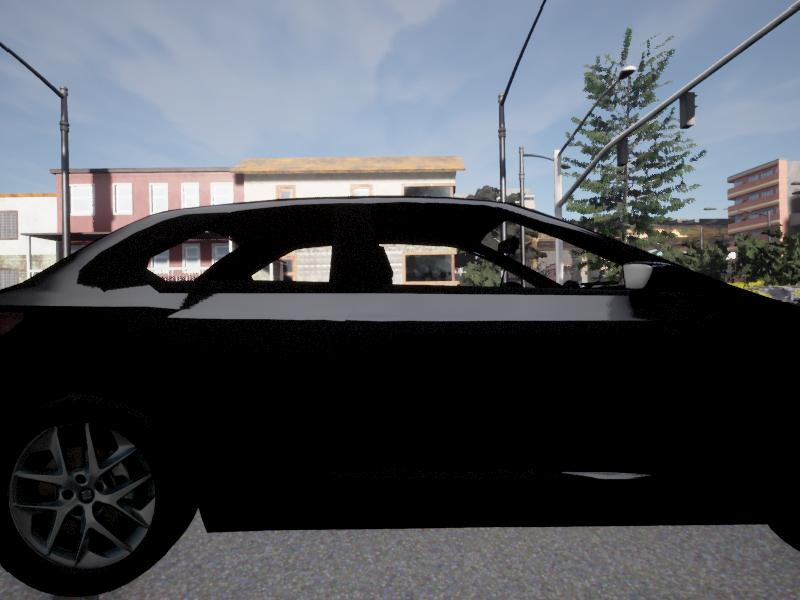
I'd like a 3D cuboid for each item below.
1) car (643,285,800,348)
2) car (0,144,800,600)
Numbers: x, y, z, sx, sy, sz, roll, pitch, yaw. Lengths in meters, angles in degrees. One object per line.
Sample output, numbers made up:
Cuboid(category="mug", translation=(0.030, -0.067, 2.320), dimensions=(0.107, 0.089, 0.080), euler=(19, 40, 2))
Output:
Cuboid(category="car", translation=(8.636, 0.323, 9.373), dimensions=(4.718, 1.301, 1.895), euler=(-1, 0, -1))
Cuboid(category="car", translation=(0.342, 0.254, 2.184), dimensions=(4.193, 1.474, 1.816), euler=(0, 0, -1))
